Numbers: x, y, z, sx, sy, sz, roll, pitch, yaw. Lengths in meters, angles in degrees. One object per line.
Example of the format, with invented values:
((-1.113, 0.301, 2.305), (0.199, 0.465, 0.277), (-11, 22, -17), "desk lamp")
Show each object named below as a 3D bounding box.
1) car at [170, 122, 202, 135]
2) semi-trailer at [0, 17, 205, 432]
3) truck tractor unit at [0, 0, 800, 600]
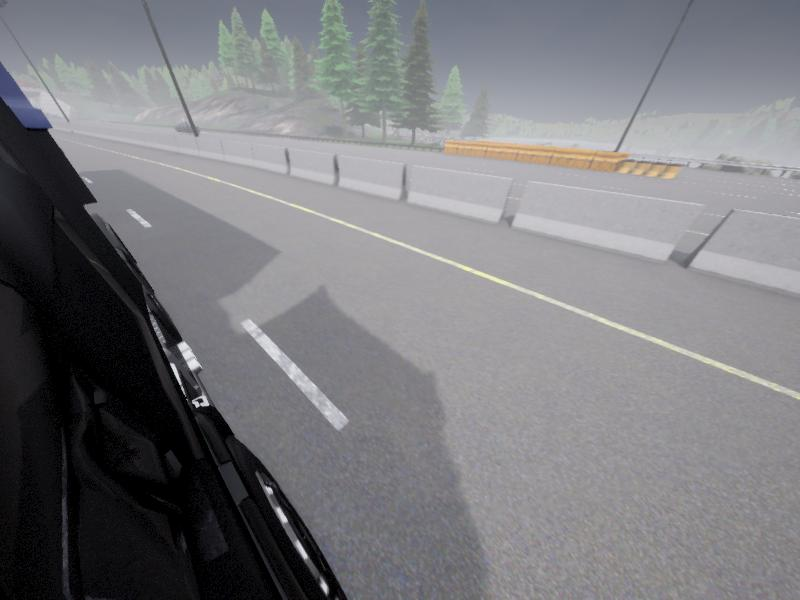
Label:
((-36.147, -28.941, 39.018), (5.008, 1.535, 1.882), (23, 41, 25), "car")
((-8.894, -3.453, 4.041), (14.254, 4.402, 2.717), (26, 42, 28), "semi-trailer")
((-2.645, -0.295, 0.352), (6.516, 4.208, 3.053), (28, 44, 30), "truck tractor unit")
